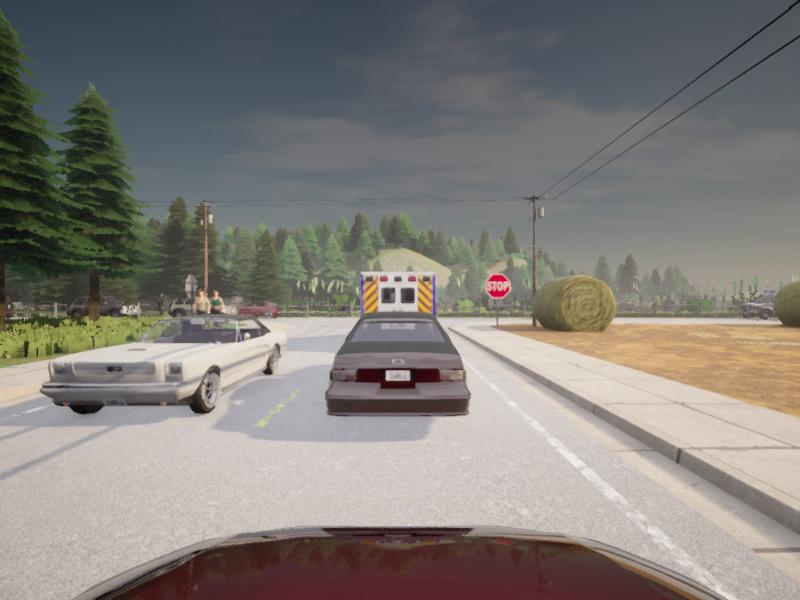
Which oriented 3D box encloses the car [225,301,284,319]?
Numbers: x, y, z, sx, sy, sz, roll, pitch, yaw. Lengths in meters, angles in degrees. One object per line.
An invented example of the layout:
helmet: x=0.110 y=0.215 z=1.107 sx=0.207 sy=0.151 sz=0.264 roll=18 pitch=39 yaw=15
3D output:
car: x=-11.970 y=0.818 z=32.986 sx=4.193 sy=1.474 sz=1.816 roll=0 pitch=0 yaw=2

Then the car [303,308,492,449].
car: x=-0.035 y=0.894 z=6.986 sx=2.033 sy=1.411 sz=5.357 roll=0 pitch=0 yaw=0

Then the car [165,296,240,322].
car: x=-14.486 y=0.616 z=29.511 sx=4.605 sy=1.855 sz=1.932 roll=0 pitch=0 yaw=5

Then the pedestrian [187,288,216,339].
pedestrian: x=-7.323 y=0.484 z=14.774 sx=0.751 sy=1.860 sz=0.751 roll=0 pitch=0 yaw=-4

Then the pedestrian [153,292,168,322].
pedestrian: x=-15.487 y=0.449 z=25.909 sx=0.751 sy=1.860 sz=0.751 roll=0 pitch=0 yaw=-23

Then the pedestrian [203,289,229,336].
pedestrian: x=-7.464 y=0.484 z=16.245 sx=0.751 sy=1.860 sz=0.751 roll=0 pitch=0 yaw=-5

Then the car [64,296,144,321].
car: x=-22.023 y=0.616 z=29.864 sx=4.605 sy=1.855 sz=1.932 roll=0 pitch=0 yaw=2

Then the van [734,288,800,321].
van: x=30.273 y=0.342 z=31.163 sx=6.366 sy=2.431 sz=2.351 roll=0 pitch=0 yaw=2

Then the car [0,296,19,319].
car: x=-34.832 y=0.619 z=33.632 sx=3.866 sy=1.878 sz=1.905 roll=0 pitch=0 yaw=1

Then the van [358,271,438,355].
van: x=-0.076 y=0.377 z=14.826 sx=2.351 sy=2.431 sz=6.366 roll=0 pitch=0 yaw=0

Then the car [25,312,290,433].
car: x=-3.555 y=0.943 z=7.152 sx=1.895 sy=1.301 sz=4.718 roll=0 pitch=0 yaw=0
